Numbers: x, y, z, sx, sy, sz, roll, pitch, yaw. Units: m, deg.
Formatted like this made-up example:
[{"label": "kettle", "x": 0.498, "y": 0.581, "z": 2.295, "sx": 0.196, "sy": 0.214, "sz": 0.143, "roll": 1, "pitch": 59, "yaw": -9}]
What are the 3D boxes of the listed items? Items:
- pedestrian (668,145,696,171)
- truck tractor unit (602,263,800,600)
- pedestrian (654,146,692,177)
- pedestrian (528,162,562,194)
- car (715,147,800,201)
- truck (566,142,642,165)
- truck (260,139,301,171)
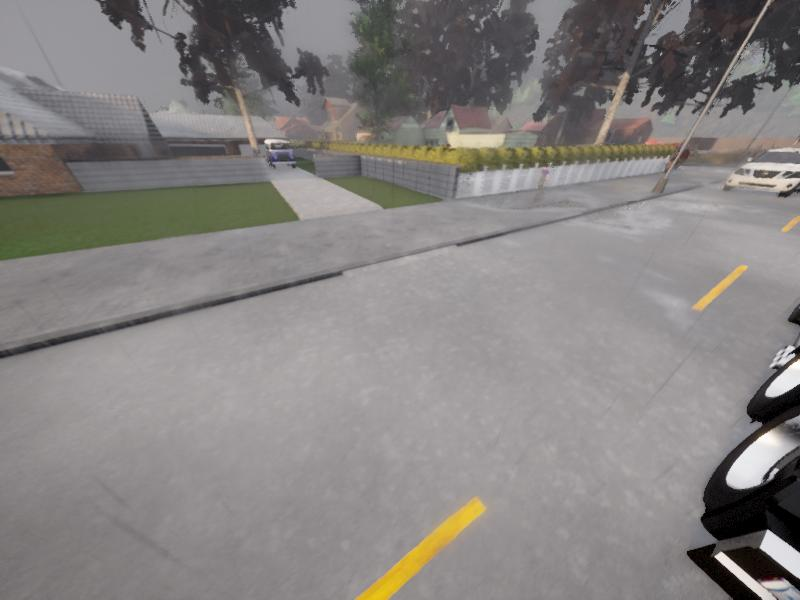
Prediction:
[{"label": "pedestrian", "x": 24.382, "y": -12.248, "z": 19.984, "sx": 0.751, "sy": 1.860, "sz": 0.751, "roll": -27, "pitch": 43, "yaw": -33}, {"label": "truck tractor unit", "x": 5.119, "y": -0.287, "z": 0.797, "sx": 6.516, "sy": 4.208, "sz": 3.053, "roll": -18, "pitch": 39, "yaw": -25}, {"label": "pedestrian", "x": 19.760, "y": -10.037, "z": 16.762, "sx": 0.751, "sy": 1.860, "sz": 0.751, "roll": -8, "pitch": 36, "yaw": -12}, {"label": "pedestrian", "x": 7.133, "y": -6.051, "z": 11.417, "sx": 0.751, "sy": 1.300, "sz": 0.751, "roll": -18, "pitch": 39, "yaw": -24}, {"label": "car", "x": 19.931, "y": -6.791, "z": 12.176, "sx": 5.566, "sy": 2.045, "sz": 2.150, "roll": -17, "pitch": 38, "yaw": -23}, {"label": "truck", "x": 24.816, "y": -18.145, "z": 28.497, "sx": 2.390, "sy": 2.098, "sz": 6.274, "roll": -18, "pitch": 39, "yaw": -24}, {"label": "truck", "x": -10.193, "y": -12.373, "z": 19.584, "sx": 2.069, "sy": 2.038, "sz": 4.478, "roll": -18, "pitch": 39, "yaw": -24}]
